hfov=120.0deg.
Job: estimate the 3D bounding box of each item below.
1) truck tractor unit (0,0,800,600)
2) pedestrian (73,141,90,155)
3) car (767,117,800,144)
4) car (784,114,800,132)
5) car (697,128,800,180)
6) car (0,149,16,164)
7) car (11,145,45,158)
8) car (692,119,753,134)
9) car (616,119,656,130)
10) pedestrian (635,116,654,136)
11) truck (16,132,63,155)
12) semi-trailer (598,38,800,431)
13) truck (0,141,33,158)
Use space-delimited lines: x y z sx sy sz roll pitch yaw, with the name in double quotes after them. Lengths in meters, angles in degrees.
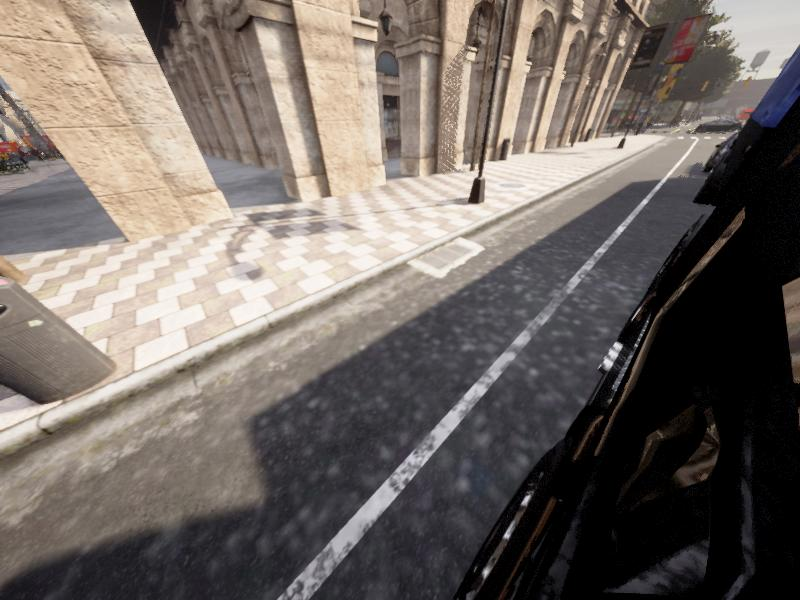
2.645 -0.295 0.351 6.516 4.208 3.053 -28 44 -30 "truck tractor unit"
-53.058 -25.282 38.504 0.751 1.860 0.751 21 43 28 "pedestrian"
32.451 -13.932 18.879 5.366 1.575 1.801 -30 45 -32 "car"
48.507 -20.055 25.999 1.930 1.638 5.238 -30 45 -32 "car"
14.919 -6.448 10.046 3.633 1.501 1.845 -30 45 -32 "car"
-57.943 -20.535 33.020 1.801 1.575 5.366 -31 45 -32 "car"
-69.916 -28.016 43.485 2.097 1.767 4.553 -31 45 -32 "car"
40.437 -21.866 29.109 1.994 1.385 4.181 -30 45 -32 "car"
44.183 -32.877 43.383 2.128 1.511 4.902 -30 45 -32 "car"
29.340 -20.827 27.689 0.751 1.860 0.751 -29 44 -31 "pedestrian"
-79.044 -34.452 50.876 2.891 3.827 8.468 -31 45 -32 "truck"
8.666 -3.629 4.258 14.254 4.402 2.717 -29 44 -30 "semi-trailer"
-78.977 -30.789 47.142 2.627 2.467 5.204 -31 45 -32 "truck"
